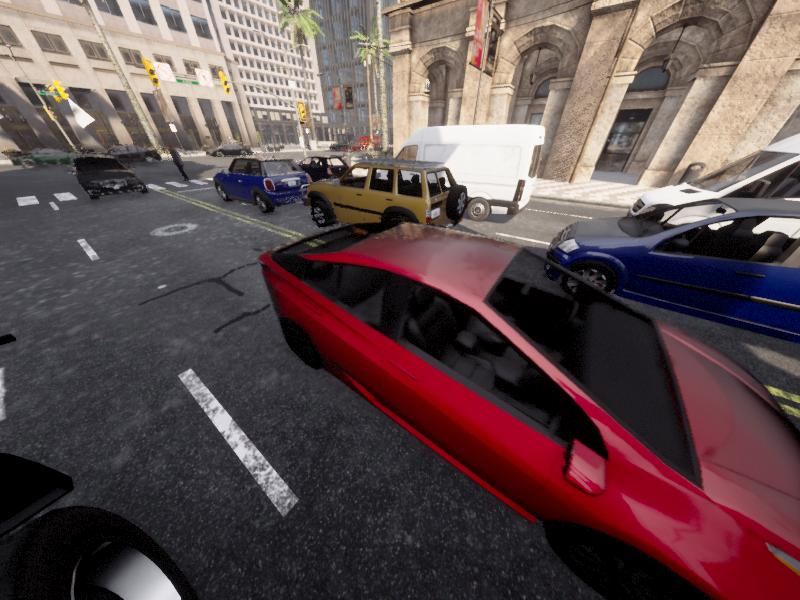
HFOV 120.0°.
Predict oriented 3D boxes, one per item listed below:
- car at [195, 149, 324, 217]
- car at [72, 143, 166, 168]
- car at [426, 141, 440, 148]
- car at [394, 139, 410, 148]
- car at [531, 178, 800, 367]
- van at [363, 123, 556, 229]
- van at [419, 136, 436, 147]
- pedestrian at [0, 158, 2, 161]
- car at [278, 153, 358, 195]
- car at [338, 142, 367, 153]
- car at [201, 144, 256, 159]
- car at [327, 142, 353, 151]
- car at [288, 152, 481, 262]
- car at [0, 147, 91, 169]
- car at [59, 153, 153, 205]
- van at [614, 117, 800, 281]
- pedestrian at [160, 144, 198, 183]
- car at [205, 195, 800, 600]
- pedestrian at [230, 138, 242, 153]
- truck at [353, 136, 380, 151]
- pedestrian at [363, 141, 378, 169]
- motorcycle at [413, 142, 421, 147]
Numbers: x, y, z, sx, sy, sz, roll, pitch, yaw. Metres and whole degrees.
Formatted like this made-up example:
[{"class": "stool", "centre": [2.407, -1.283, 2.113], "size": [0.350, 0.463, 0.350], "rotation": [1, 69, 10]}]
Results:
[{"class": "car", "centre": [-5.533, -4.809, 9.147], "size": [4.553, 1.767, 2.097], "rotation": [22, 41, 28]}, {"class": "car", "centre": [-26.007, -13.635, 21.668], "size": [1.930, 1.638, 5.238], "rotation": [22, 41, 28]}, {"class": "car", "centre": [8.800, -41.681, 61.943], "size": [1.970, 1.475, 3.806], "rotation": [22, 41, 28]}, {"class": "car", "centre": [0.577, -41.714, 61.588], "size": [2.185, 1.767, 4.553], "rotation": [22, 41, 28]}, {"class": "car", "centre": [4.548, -0.620, 3.433], "size": [3.988, 1.617, 1.851], "rotation": [22, 41, 28]}, {"class": "van", "centre": [1.654, -4.658, 8.337], "size": [5.915, 2.561, 1.988], "rotation": [22, 41, 28]}, {"class": "van", "centre": [7.962, -45.011, 65.631], "size": [1.988, 2.561, 5.915], "rotation": [22, 41, 28]}, {"class": "pedestrian", "centre": [-40.062, -14.510, 22.316], "size": [0.751, 1.860, 0.751], "rotation": [20, 39, 25]}, {"class": "car", "centre": [-4.217, -6.632, 11.973], "size": [3.633, 1.501, 1.845], "rotation": [23, 41, 28]}, {"class": "car", "centre": [-8.520, -27.675, 41.860], "size": [2.163, 1.488, 4.792], "rotation": [22, 41, 28]}, {"class": "car", "centre": [-22.589, -19.771, 30.618], "size": [2.033, 1.411, 5.357], "rotation": [22, 41, 28]}, {"class": "car", "centre": [-12.209, -31.345, 47.049], "size": [2.163, 1.488, 4.792], "rotation": [22, 41, 28]}, {"class": "car", "centre": [-0.575, -2.830, 6.299], "size": [4.605, 1.855, 1.932], "rotation": [22, 41, 28]}, {"class": "car", "centre": [-31.334, -12.705, 20.548], "size": [1.994, 1.385, 4.181], "rotation": [22, 41, 28]}, {"class": "car", "centre": [-13.684, -5.769, 10.712], "size": [4.892, 1.490, 1.837], "rotation": [25, 43, 31]}, {"class": "van", "centre": [8.506, -1.848, 4.395], "size": [5.915, 2.561, 1.988], "rotation": [22, 41, 28]}, {"class": "pedestrian", "centre": [-12.681, -7.841, 13.301], "size": [0.751, 1.860, 0.751], "rotation": [24, 42, 30]}, {"class": "car", "centre": [0.543, 0.234, 2.263], "size": [4.514, 1.525, 2.007], "rotation": [22, 41, 28]}, {"class": "pedestrian", "centre": [-24.930, -23.475, 35.148], "size": [0.751, 1.860, 0.751], "rotation": [-8, 36, -11]}, {"class": "truck", "centre": [-6.900, -32.872, 48.368], "size": [2.627, 2.467, 5.204], "rotation": [22, 42, 28]}, {"class": "pedestrian", "centre": [-2.364, -11.699, 18.587], "size": [0.751, 1.860, 0.751], "rotation": [-29, 45, -35]}, {"class": "motorcycle", "centre": [4.897, -44.896, 66.629], "size": [2.356, 1.277, 0.764], "rotation": [-15, 38, -20]}]
